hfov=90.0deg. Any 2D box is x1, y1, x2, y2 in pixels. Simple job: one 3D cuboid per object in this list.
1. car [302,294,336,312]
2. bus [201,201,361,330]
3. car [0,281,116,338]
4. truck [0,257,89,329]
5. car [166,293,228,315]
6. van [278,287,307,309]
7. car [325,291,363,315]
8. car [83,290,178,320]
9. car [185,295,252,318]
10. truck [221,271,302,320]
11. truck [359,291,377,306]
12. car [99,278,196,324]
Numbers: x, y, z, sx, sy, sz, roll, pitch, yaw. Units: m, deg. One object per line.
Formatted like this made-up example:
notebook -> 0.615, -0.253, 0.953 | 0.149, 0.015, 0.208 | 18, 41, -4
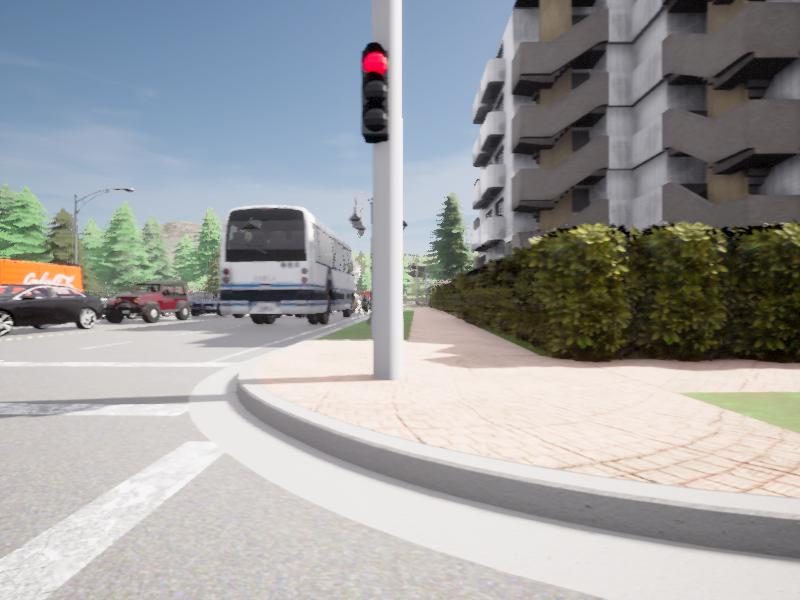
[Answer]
car -> -7.134, 0.231, 35.803 | 1.882, 1.535, 5.008 | 0, 0, 2
bus -> -4.444, -1.129, 18.385 | 3.944, 4.253, 10.273 | 0, 0, 2
car -> -11.570, 0.248, 12.264 | 2.128, 1.511, 4.902 | 0, 0, 2
truck -> -14.969, -0.228, 14.860 | 2.627, 2.467, 5.204 | 0, 0, 2
car -> -14.419, 0.260, 28.767 | 1.837, 1.490, 4.892 | 0, 0, 2
van -> -13.550, -0.262, 50.796 | 1.988, 2.561, 5.915 | 0, 0, 2
car -> -3.910, 0.207, 28.798 | 1.801, 1.575, 5.366 | 0, 0, 2
car -> -14.679, 0.260, 22.211 | 1.837, 1.490, 4.892 | 0, 0, 2
car -> -11.073, 0.356, 24.806 | 1.895, 1.301, 4.718 | 0, 0, 2
truck -> -7.651, -0.235, 22.840 | 2.627, 2.467, 5.204 | 0, 0, 2
truck -> -5.719, -0.236, 71.571 | 2.627, 2.467, 5.204 | 0, 0, 2
car -> -11.332, 0.058, 18.334 | 1.905, 1.878, 3.866 | 0, 0, 2
